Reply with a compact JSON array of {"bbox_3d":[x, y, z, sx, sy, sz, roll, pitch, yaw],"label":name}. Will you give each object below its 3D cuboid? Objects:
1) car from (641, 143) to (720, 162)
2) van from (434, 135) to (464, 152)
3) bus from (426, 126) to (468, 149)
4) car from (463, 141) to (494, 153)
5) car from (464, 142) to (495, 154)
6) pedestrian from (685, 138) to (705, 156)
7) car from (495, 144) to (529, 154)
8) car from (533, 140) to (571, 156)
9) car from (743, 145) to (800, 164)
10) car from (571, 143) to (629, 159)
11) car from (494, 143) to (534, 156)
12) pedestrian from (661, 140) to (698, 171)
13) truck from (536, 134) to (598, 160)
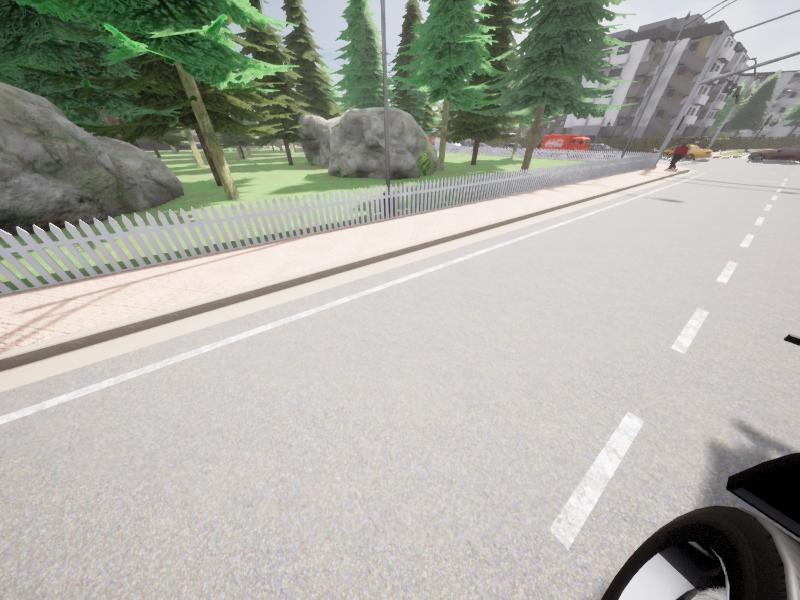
[{"bbox_3d":[31.695,-16.927,26.358,1.801,1.575,5.366,-21,40,-26],"label":"car"},{"bbox_3d":[9.164,-29.828,44.013,1.988,2.561,5.915,-21,40,-26],"label":"van"},{"bbox_3d":[11.132,-39.771,56.627,3.944,4.253,10.273,-21,40,-26],"label":"bus"},{"bbox_3d":[14.428,-28.507,42.895,2.152,1.651,5.027,-21,40,-26],"label":"car"},{"bbox_3d":[13.335,-25.718,39.053,1.837,1.490,4.892,-21,40,-26],"label":"car"},{"bbox_3d":[37.441,-19.435,29.328,0.751,1.860,0.751,-23,41,-29],"label":"pedestrian"},{"bbox_3d":[18.354,-24.904,38.031,1.895,1.301,4.718,-21,40,-26],"label":"car"},{"bbox_3d":[21.874,-22.030,33.407,1.905,1.878,3.866,-21,40,-26],"label":"car"},{"bbox_3d":[38.578,-14.481,22.951,1.812,1.442,4.674,-21,40,-26],"label":"car"},{"bbox_3d":[25.184,-18.953,29.343,2.128,1.511,4.902,-21,40,-26],"label":"car"},{"bbox_3d":[16.905,-22.562,34.543,1.837,1.490,4.892,-21,40,-26],"label":"car"},{"bbox_3d":[20.140,-10.449,16.692,0.751,1.860,0.751,-9,36,-12],"label":"pedestrian"},{"bbox_3d":[20.908,-19.422,29.207,2.627,2.467,5.204,-21,40,-26],"label":"truck"}]
